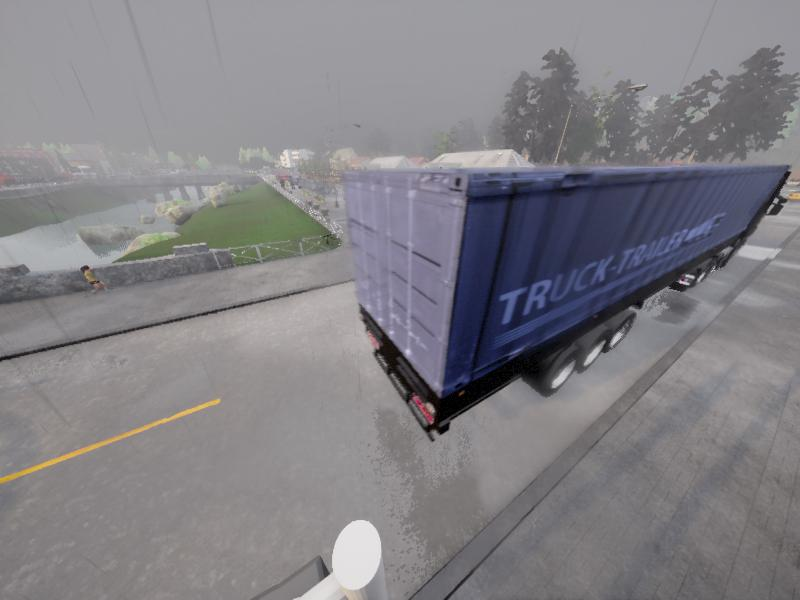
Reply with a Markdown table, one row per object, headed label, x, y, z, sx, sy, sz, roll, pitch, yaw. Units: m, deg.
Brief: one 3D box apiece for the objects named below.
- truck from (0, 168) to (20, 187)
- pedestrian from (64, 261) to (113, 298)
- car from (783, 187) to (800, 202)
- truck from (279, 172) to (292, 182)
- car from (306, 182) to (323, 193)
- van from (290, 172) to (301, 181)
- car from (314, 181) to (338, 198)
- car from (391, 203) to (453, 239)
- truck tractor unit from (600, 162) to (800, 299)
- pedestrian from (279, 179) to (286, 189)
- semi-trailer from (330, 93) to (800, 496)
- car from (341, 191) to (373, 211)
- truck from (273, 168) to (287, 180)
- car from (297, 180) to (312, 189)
| label | x | y | z | sx | sy | sz | roll | pitch | yaw |
| --- | --- | --- | --- | --- | --- | --- | --- | --- | --- |
| truck | -94.087 | -27.997 | 52.875 | 2.891 | 3.827 | 8.468 | -16 | 34 | -26 |
| pedestrian | -10.850 | -0.727 | 8.100 | 0.500 | 1.100 | 0.500 | -16 | 34 | -26 |
| car | 55.090 | -14.418 | 31.606 | 5.366 | 1.575 | 1.801 | -16 | 34 | -26 |
| truck | -36.075 | -38.834 | 73.003 | 2.627 | 2.467 | 5.204 | -16 | 34 | -26 |
| car | -15.999 | -21.053 | 43.073 | 1.851 | 1.617 | 3.988 | -16 | 34 | -26 |
| van | -36.646 | -43.318 | 80.806 | 2.351 | 2.431 | 6.366 | -16 | 34 | -26 |
| car | -11.799 | -17.601 | 36.659 | 2.150 | 2.045 | 5.566 | -16 | 33 | -26 |
| car | 1.415 | -5.987 | 17.045 | 1.882 | 1.535 | 5.008 | -17 | 34 | -27 |
| truck tractor unit | 12.748 | -3.359 | 9.799 | 6.516 | 4.208 | 3.053 | -16 | 34 | -26 |
| pedestrian | -23.886 | -23.562 | 46.907 | 0.751 | 1.860 | 0.751 | 25 | 38 | 36 |
| semi-trailer | 5.894 | -1.461 | 6.322 | 14.254 | 4.402 | 2.717 | -16 | 34 | -26 |
| car | -5.042 | -11.521 | 26.643 | 2.007 | 1.525 | 4.514 | -16 | 34 | -26 |
| truck | -43.567 | -45.912 | 83.904 | 2.891 | 3.827 | 8.468 | -16 | 34 | -26 |
| car | -20.859 | -25.235 | 50.392 | 2.038 | 1.542 | 4.974 | -16 | 34 | -26 |
